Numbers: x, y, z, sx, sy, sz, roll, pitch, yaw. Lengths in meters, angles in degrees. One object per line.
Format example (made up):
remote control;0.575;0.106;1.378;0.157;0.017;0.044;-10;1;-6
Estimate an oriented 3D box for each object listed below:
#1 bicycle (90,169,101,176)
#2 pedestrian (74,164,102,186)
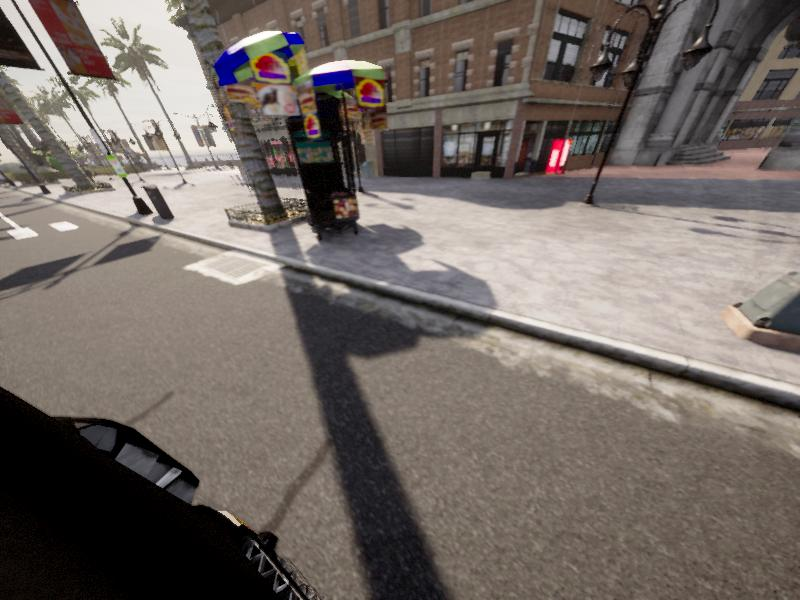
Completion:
bicycle;-51.740;-21.662;39.225;1.643;1.024;0.373;15;38;25
pedestrian;-31.030;-12.443;22.991;0.751;1.860;0.751;17;38;27
